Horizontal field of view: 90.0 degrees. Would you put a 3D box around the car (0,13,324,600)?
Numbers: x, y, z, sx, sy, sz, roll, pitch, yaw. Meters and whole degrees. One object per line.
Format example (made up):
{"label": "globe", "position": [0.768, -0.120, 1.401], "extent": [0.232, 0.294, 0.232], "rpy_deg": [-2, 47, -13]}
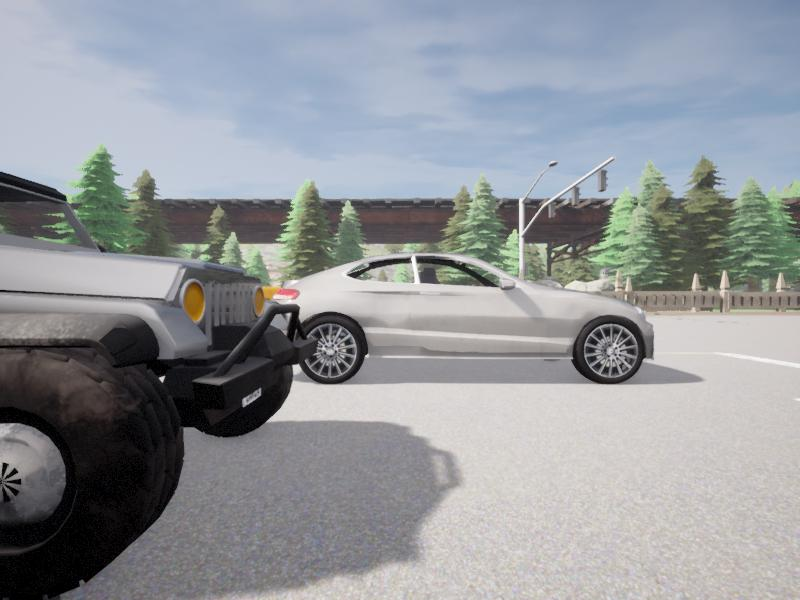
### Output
{"label": "car", "position": [-2.535, 0.046, 2.201], "extent": [3.866, 1.878, 1.905], "rpy_deg": [0, 0, 0]}

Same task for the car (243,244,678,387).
{"label": "car", "position": [0.699, 0.181, 5.701], "extent": [5.027, 1.651, 2.152], "rpy_deg": [0, 0, 0]}
